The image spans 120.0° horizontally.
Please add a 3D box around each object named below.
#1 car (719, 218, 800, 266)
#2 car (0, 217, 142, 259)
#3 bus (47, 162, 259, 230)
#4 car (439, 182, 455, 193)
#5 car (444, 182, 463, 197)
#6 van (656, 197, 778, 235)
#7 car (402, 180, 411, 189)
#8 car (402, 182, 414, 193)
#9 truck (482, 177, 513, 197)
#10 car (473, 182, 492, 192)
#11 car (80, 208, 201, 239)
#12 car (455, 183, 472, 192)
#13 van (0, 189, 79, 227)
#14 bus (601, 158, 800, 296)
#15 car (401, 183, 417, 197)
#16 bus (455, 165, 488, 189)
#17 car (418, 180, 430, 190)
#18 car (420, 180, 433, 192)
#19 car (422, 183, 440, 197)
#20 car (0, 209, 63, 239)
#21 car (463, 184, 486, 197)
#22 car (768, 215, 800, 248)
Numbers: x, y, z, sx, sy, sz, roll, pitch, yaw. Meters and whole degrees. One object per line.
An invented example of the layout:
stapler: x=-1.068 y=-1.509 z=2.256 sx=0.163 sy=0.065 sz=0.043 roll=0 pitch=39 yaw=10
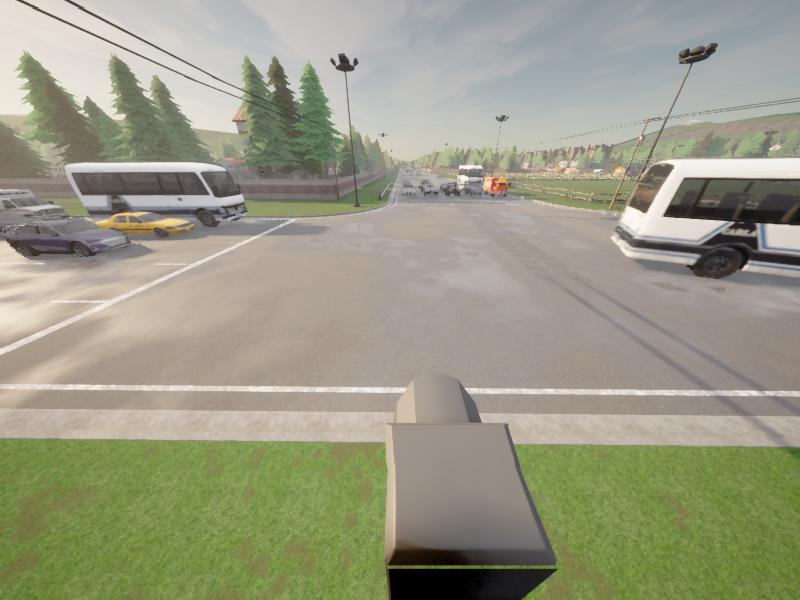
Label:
car: x=19.831 y=-2.714 z=11.039 sx=4.611 sy=1.667 sz=2.242 roll=11 pitch=32 yaw=19
car: x=-17.386 y=-3.309 z=12.108 sx=4.856 sy=1.649 sz=2.033 roll=0 pitch=30 yaw=1
bus: x=-17.605 y=-8.005 z=17.623 sx=10.273 sy=4.253 sz=3.944 roll=0 pitch=30 yaw=1
car: x=8.336 y=-20.342 z=41.702 sx=1.882 sy=1.535 sz=5.008 roll=0 pitch=30 yaw=0
car: x=8.311 y=-17.424 z=36.294 sx=1.905 sy=1.878 sz=3.866 roll=0 pitch=30 yaw=0
van: x=22.238 y=-6.098 z=16.584 sx=4.442 sy=1.987 sz=1.775 roll=11 pitch=32 yaw=19
car: x=1.374 y=-24.912 z=49.598 sx=1.789 sy=1.549 sz=3.705 roll=0 pitch=30 yaw=0
car: x=1.339 y=-20.637 z=42.224 sx=2.007 sy=1.525 sz=4.514 roll=0 pitch=30 yaw=0
truck: x=15.314 y=-17.992 z=36.694 sx=2.627 sy=2.467 sz=5.204 roll=0 pitch=30 yaw=0
car: x=15.347 y=-21.159 z=43.286 sx=1.994 sy=1.385 sz=4.181 roll=0 pitch=30 yaw=0
car: x=-16.722 y=-5.035 z=15.144 sx=5.366 sy=1.575 sz=1.801 roll=0 pitch=30 yaw=0
car: x=11.845 y=-21.174 z=43.385 sx=1.895 sy=1.301 sz=4.718 roll=0 pitch=30 yaw=0
van: x=-30.562 y=-7.222 z=18.087 sx=6.366 sy=2.431 sz=2.351 roll=0 pitch=30 yaw=0
bus: x=15.267 y=-2.892 z=8.759 sx=10.273 sy=4.253 sz=3.944 roll=15 pitch=34 yaw=24
car: x=1.309 y=-17.328 z=36.348 sx=2.242 sy=1.667 sz=4.611 roll=0 pitch=30 yaw=0
bus: x=15.505 y=-27.356 z=51.137 sx=3.944 sy=4.253 sz=10.273 roll=0 pitch=30 yaw=0
car: x=4.868 y=-24.179 z=48.353 sx=2.038 sy=1.542 sz=4.974 roll=0 pitch=30 yaw=0
car: x=4.840 y=-21.046 z=42.568 sx=1.905 sy=1.878 sz=3.866 roll=0 pitch=30 yaw=0
car: x=4.803 y=-17.535 z=36.755 sx=2.152 sy=1.651 sz=5.027 roll=0 pitch=30 yaw=0
car: x=-26.585 y=-5.044 z=15.261 sx=4.792 sy=1.488 sz=2.163 roll=0 pitch=30 yaw=1
car: x=11.815 y=-17.697 z=37.146 sx=2.128 sy=1.511 sz=4.902 roll=0 pitch=30 yaw=0
car: x=25.191 y=-3.586 z=12.735 sx=4.792 sy=1.488 sz=2.163 roll=7 pitch=31 yaw=12
